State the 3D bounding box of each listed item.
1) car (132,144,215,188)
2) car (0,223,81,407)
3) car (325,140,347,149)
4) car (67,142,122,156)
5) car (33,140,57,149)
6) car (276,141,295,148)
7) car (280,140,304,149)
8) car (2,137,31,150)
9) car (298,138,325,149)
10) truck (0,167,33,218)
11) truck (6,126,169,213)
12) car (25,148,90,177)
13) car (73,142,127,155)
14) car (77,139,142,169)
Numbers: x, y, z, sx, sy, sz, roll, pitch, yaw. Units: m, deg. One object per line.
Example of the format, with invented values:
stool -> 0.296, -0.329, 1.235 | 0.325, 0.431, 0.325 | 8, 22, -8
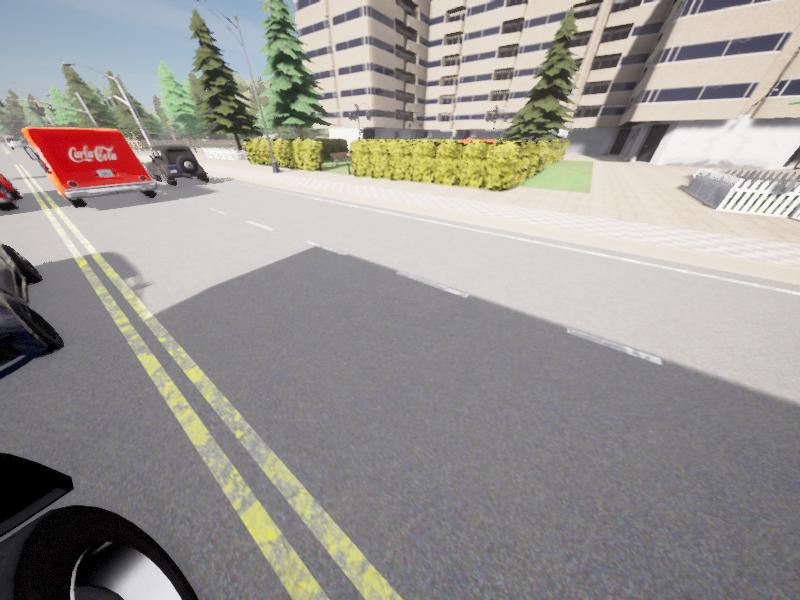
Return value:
car -> -13.070, -7.861, 13.374 | 3.866, 1.878, 1.905 | 22, 41, 28
car -> -6.269, -0.081, 2.560 | 4.611, 1.667, 2.242 | 22, 40, 28
car -> -15.873, -38.776, 57.509 | 2.033, 1.649, 4.856 | 22, 41, 28
car -> -44.716, -22.179, 33.905 | 2.007, 1.525, 4.514 | 23, 41, 29
car -> -76.178, -33.318, 49.546 | 4.514, 1.525, 2.007 | 22, 41, 28
car -> -28.503, -38.945, 57.740 | 1.845, 1.501, 3.633 | 22, 41, 28
car -> -25.945, -37.515, 55.751 | 2.242, 1.667, 4.611 | 22, 41, 28
car -> -77.382, -31.588, 46.571 | 5.566, 2.045, 2.150 | 22, 41, 28
car -> -21.389, -37.937, 55.941 | 2.150, 2.045, 5.566 | 22, 41, 28
truck -> -15.922, -4.336, 7.841 | 5.204, 2.467, 2.627 | 22, 41, 28
truck -> -12.818, -5.539, 9.558 | 5.204, 2.467, 2.627 | 22, 40, 28
car -> -24.131, -9.746, 16.296 | 3.633, 1.501, 1.845 | 22, 41, 28
car -> -46.948, -23.851, 36.251 | 2.163, 1.488, 4.792 | 24, 41, 29
car -> -26.109, -13.219, 20.773 | 5.566, 2.045, 2.150 | 22, 41, 28
